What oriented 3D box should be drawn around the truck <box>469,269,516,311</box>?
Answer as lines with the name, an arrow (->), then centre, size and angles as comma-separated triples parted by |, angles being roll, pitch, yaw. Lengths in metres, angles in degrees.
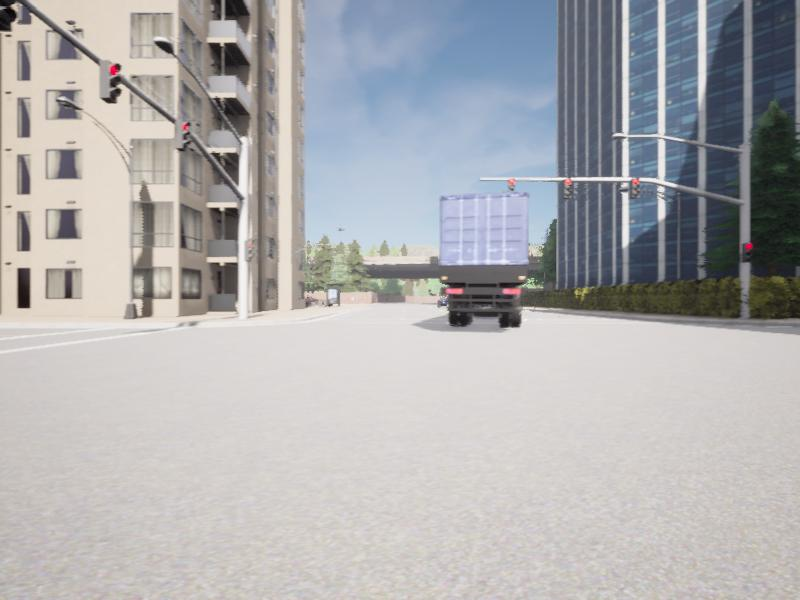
truck -> 9.183, -0.918, 40.736 | 2.891, 3.827, 8.468 | 0, 0, 1

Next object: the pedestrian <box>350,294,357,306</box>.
pedestrian -> -7.437, -0.018, 63.555 | 0.751, 1.860, 0.751 | 0, 0, 32

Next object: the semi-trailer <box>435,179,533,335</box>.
semi-trailer -> 4.037, -1.227, 18.525 | 2.717, 4.402, 14.254 | 1, 0, 13

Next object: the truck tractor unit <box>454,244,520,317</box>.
truck tractor unit -> 5.461, -1.124, 26.281 | 3.053, 4.208, 6.516 | 0, 0, 2
